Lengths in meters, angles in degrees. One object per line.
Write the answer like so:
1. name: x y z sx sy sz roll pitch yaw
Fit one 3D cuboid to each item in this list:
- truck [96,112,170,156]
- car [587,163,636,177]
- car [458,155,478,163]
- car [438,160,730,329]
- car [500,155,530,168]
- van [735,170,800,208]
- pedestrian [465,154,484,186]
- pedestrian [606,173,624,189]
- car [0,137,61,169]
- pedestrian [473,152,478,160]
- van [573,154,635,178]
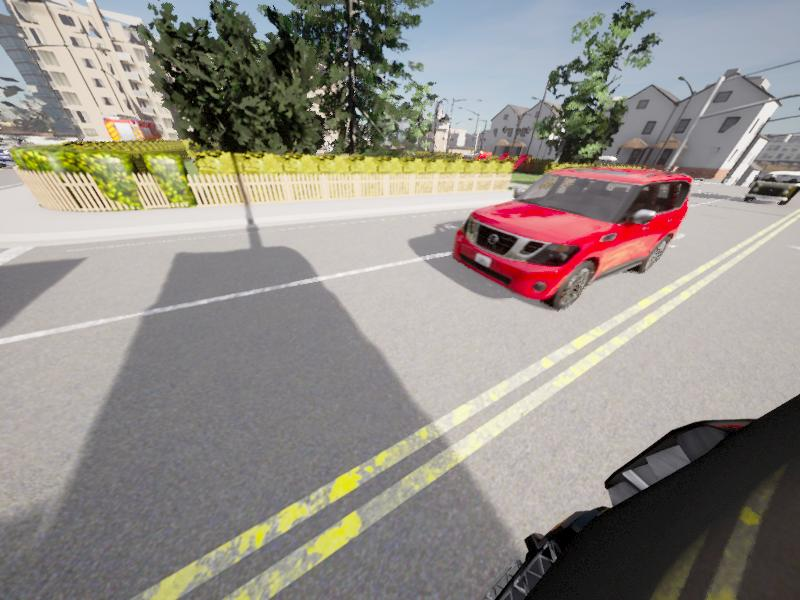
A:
1. truck: -32.270 -20.312 28.573 2.891 3.827 8.468 -15 38 -25
2. car: 32.503 -20.085 35.639 2.038 1.542 4.974 -15 37 -26
3. car: 15.942 -33.134 54.154 1.994 1.385 4.181 -15 37 -25
4. car: 3.810 -1.609 4.881 5.566 2.045 2.150 -15 38 -26
5. car: 22.129 -26.866 44.725 1.932 1.855 4.605 -15 37 -26
6. van: 26.435 -7.848 16.182 4.480 2.038 2.069 -15 38 -26
7. pedestrian: 5.133 -9.043 16.085 0.751 1.860 0.751 4 33 2
8. pedestrian: 17.313 -9.579 18.580 0.500 1.100 0.500 -12 36 -21
9. car: -24.523 -9.541 14.983 1.789 1.549 3.705 -22 41 -33
10. pedestrian: 21.452 -40.820 65.423 0.751 1.860 0.751 -7 35 -15
11. van: 29.531 -19.613 33.766 1.988 2.561 5.915 -15 38 -26
